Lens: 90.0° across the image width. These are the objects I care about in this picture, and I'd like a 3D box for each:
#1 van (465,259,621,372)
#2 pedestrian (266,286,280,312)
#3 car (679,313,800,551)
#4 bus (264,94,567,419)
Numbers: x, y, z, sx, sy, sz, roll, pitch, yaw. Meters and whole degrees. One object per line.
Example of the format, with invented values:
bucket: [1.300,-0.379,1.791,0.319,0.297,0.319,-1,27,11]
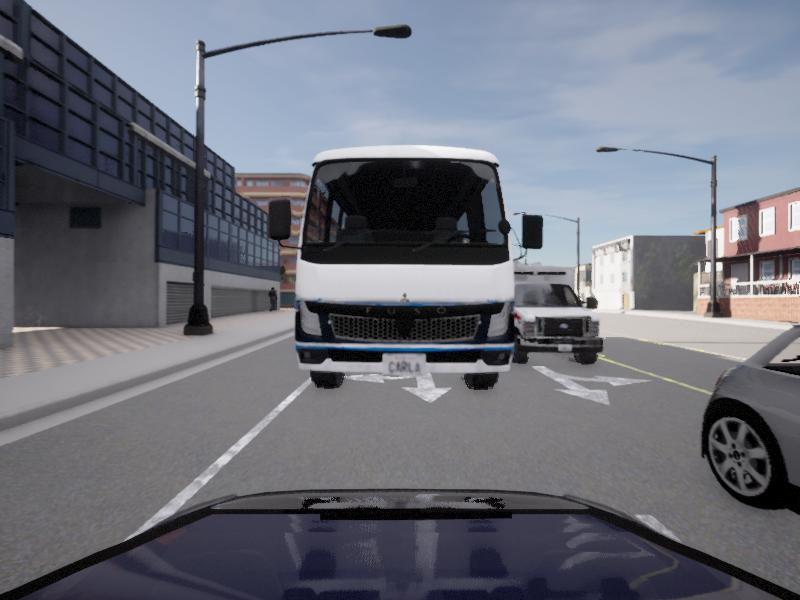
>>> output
van: [3.611,0.274,11.850,2.351,2.431,6.366,0,1,0]
pedestrian: [-9.348,-0.064,29.455,0.751,1.860,0.751,0,0,2]
car: [3.529,0.868,1.765,1.970,1.475,3.806,0,0,1]
bus: [0.229,-0.639,10.398,3.944,4.253,10.273,0,1,0]
